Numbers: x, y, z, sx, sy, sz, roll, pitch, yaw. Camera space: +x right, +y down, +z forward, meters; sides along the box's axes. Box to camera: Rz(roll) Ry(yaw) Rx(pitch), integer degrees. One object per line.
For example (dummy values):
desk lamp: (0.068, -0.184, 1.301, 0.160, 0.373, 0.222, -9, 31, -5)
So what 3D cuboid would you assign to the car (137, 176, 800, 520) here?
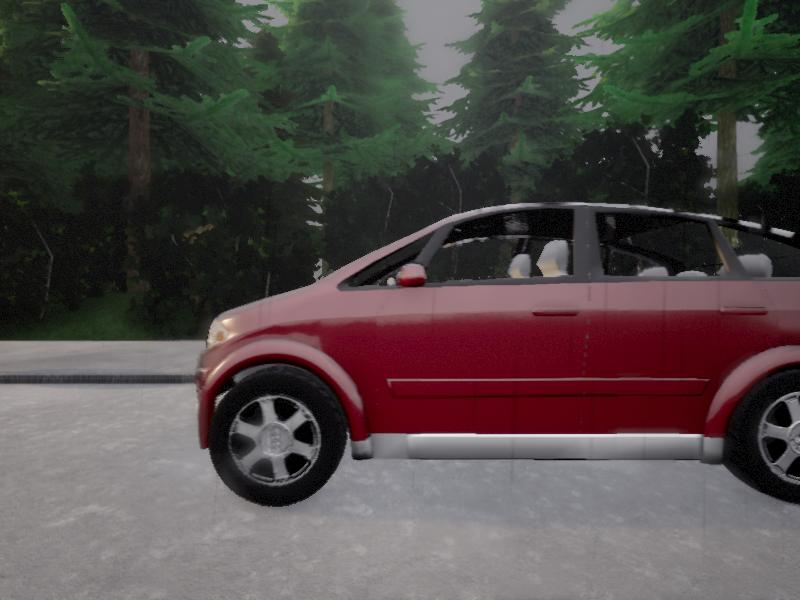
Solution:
car: (0.660, 0.216, 2.703, 3.705, 1.549, 1.789, 0, 0, 0)
